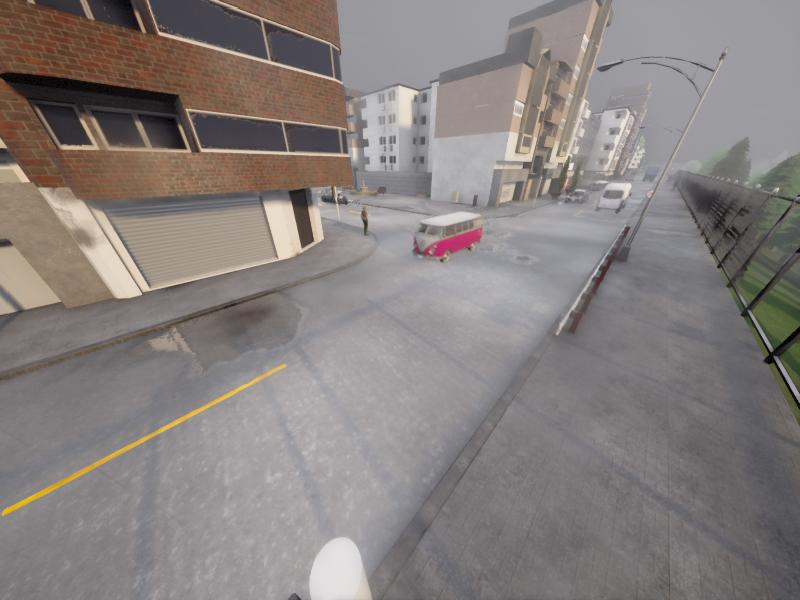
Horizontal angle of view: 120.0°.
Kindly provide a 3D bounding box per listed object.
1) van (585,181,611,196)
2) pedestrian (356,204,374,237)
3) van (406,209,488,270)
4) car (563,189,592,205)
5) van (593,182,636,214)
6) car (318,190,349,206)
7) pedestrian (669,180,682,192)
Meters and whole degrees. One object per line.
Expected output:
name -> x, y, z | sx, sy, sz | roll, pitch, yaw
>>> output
van -> 32.846, -18.520, 38.253 | 4.480, 2.038, 2.069 | -27, 39, -38
pedestrian -> -2.244, -5.141, 14.973 | 0.751, 1.860, 0.751 | 24, 38, 36
van -> 2.506, -3.336, 12.005 | 4.442, 1.987, 1.775 | -27, 39, -38
car -> 22.874, -13.291, 29.758 | 3.806, 1.475, 1.970 | -26, 39, -38
van -> 23.035, -11.020, 24.719 | 5.915, 2.561, 1.988 | -27, 39, -38
car -> -8.487, -13.102, 29.516 | 3.806, 1.475, 1.970 | 27, 39, 38
pedestrian -> 50.357, -20.872, 42.249 | 0.751, 1.860, 0.751 | 24, 38, 35
